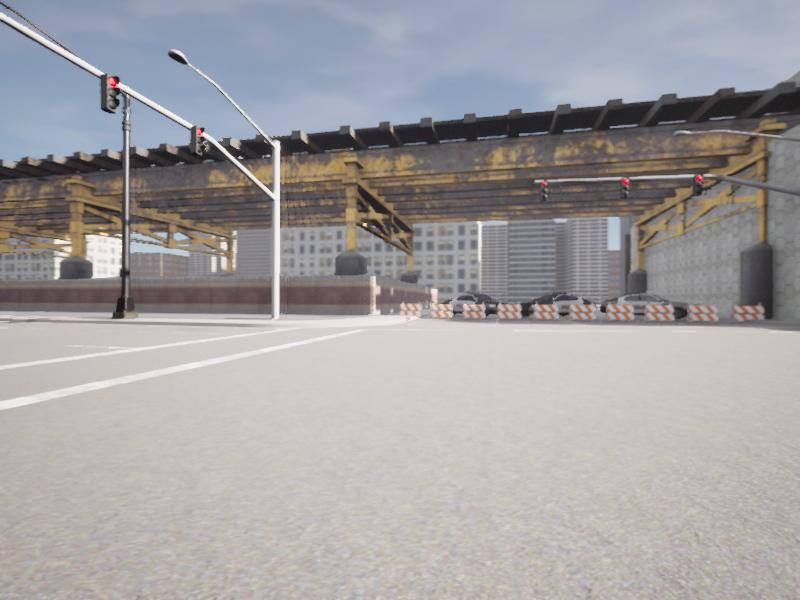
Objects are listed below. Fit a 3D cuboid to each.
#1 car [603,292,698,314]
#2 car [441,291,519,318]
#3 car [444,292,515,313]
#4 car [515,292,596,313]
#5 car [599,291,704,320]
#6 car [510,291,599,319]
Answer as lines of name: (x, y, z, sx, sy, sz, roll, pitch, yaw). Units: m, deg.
car: (14.753, 0.159, 23.734, 4.536, 1.218, 1.853, 0, 0, 43)
car: (4.944, 0.290, 25.484, 2.038, 1.542, 4.974, 0, 0, -32)
car: (4.917, 0.133, 25.528, 1.853, 1.218, 4.536, 0, 0, -32)
car: (9.449, 0.144, 24.332, 4.536, 1.218, 1.853, 0, 0, -22)
car: (14.790, 0.316, 23.698, 4.974, 1.542, 2.038, 0, 0, 43)
car: (9.401, 0.301, 24.312, 4.974, 1.542, 2.038, 0, 0, -22)
